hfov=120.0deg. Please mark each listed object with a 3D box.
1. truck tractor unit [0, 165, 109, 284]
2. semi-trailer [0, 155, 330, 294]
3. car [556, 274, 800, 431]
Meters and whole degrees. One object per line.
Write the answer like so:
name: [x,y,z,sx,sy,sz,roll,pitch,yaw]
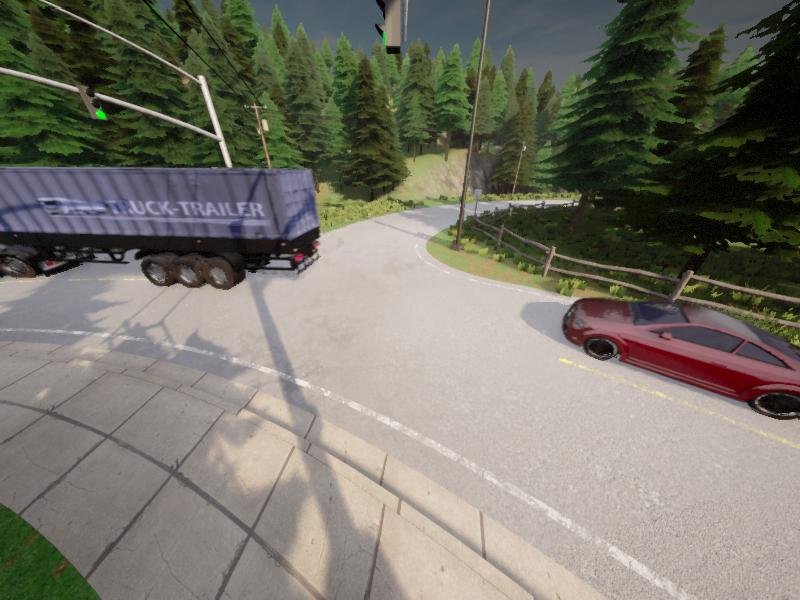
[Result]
truck tractor unit: [-18.395,-3.087,9.426,6.516,4.208,3.053,-5,31,-9]
semi-trailer: [-10.531,-3.094,9.239,14.254,4.402,2.717,2,29,4]
car: [6.454,0.856,5.459,4.181,1.385,1.994,20,36,31]
